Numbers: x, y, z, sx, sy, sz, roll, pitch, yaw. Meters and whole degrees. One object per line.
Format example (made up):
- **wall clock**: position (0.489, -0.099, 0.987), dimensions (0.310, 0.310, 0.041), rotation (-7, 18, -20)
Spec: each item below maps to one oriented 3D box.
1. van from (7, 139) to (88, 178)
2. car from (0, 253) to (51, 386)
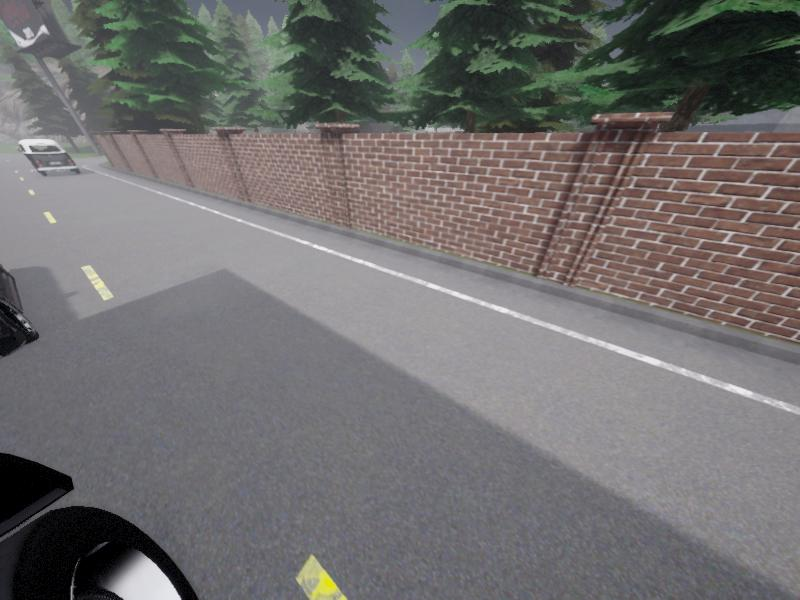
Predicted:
- **van**: position (-24.516, -9.967, 16.092), dimensions (4.480, 2.038, 2.069), rotation (22, 41, 28)
- **car**: position (-6.508, 0.011, 2.656), dimensions (4.181, 1.385, 1.994), rotation (21, 40, 27)
